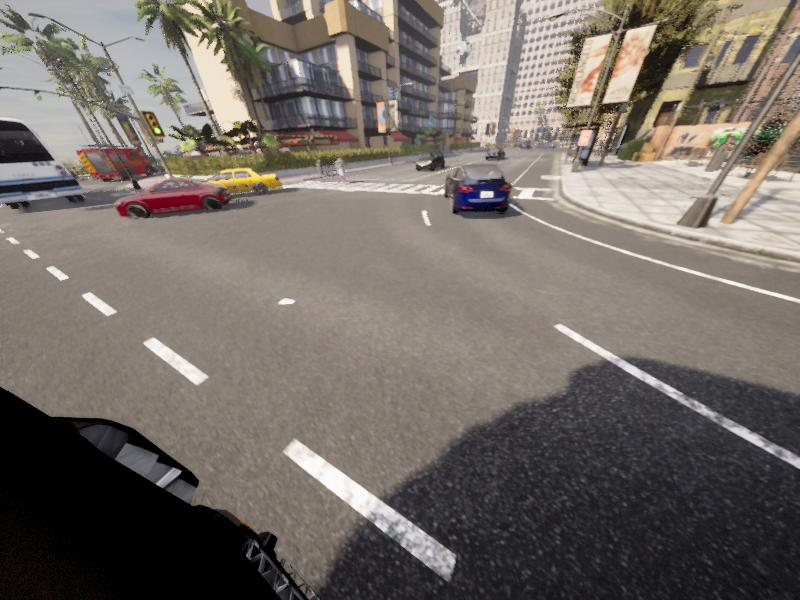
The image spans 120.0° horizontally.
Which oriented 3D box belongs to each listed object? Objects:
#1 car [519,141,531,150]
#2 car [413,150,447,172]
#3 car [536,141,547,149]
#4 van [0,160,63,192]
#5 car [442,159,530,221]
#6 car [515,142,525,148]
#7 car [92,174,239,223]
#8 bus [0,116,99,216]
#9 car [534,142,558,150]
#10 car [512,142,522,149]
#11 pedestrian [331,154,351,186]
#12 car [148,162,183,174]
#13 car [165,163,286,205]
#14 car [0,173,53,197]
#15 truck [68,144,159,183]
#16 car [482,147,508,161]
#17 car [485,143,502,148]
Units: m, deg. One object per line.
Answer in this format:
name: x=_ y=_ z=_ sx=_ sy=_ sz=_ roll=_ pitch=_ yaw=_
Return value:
car: x=31.902 y=-39.430 z=59.000 sx=2.033 sy=1.649 sz=4.856 roll=15 pitch=38 yaw=25
car: x=3.030 y=-13.765 z=22.838 sx=1.851 sy=1.617 sz=3.988 roll=15 pitch=38 yaw=25
car: x=38.222 y=-41.874 z=62.302 sx=2.163 sy=1.488 sz=4.792 roll=15 pitch=38 yaw=25
van: x=-41.866 y=-13.783 z=25.480 sx=1.988 sy=2.561 sz=5.915 roll=-15 pitch=35 yaw=-16
car: x=2.952 y=-4.584 z=9.219 sx=2.163 sy=1.488 sz=4.792 roll=1 pitch=34 yaw=6
car: x=40.380 y=-51.965 z=77.363 sx=2.152 sy=1.651 sz=5.027 roll=15 pitch=38 yaw=25
car: x=-10.238 y=-4.784 z=10.636 sx=4.181 sy=1.385 sz=1.994 roll=-15 pitch=36 yaw=-18
bus: x=-24.446 y=-8.533 z=14.743 sx=10.273 sy=4.253 sz=3.944 roll=20 pitch=41 yaw=31
car: x=33.582 y=-35.609 z=53.362 sx=2.033 sy=1.411 sz=5.357 roll=-5 pitch=34 yaw=-2
car: x=35.670 y=-47.155 z=70.482 sx=1.994 sy=1.385 sz=4.181 roll=15 pitch=38 yaw=25
pedestrian: x=-4.058 y=-9.064 z=16.077 sx=0.751 sy=1.860 sz=0.751 roll=15 pitch=38 yaw=25
car: x=-41.913 y=-23.691 z=41.364 sx=1.994 sy=1.385 sz=4.181 roll=-3 pitch=34 yaw=0
car: x=-10.132 y=-7.144 z=13.966 sx=5.366 sy=1.575 sz=1.801 roll=-19 pitch=37 yaw=-23
car: x=-34.979 y=-10.674 z=21.256 sx=1.970 sy=1.475 sz=3.806 roll=-23 pitch=39 yaw=-27
truck: x=-36.969 y=-18.202 z=30.557 sx=2.891 sy=3.827 sz=8.468 roll=-13 pitch=35 yaw=-15
car: x=13.000 y=-19.925 z=31.479 sx=2.033 sy=1.411 sz=5.357 roll=15 pitch=38 yaw=25
car: x=33.575 y=-55.380 z=82.814 sx=1.801 sy=1.575 sz=5.366 roll=-23 pitch=38 yaw=-27
